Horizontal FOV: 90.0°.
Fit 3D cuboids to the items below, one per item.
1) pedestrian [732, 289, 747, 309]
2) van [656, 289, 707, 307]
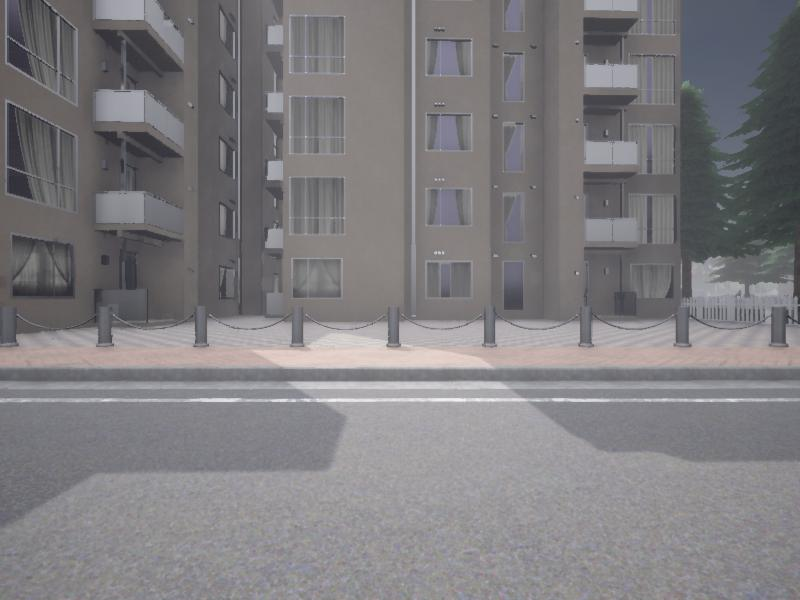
[{"bbox_3d":[31.373,-0.100,36.940,0.751,1.860,0.751,0,0,-4],"label":"pedestrian"},{"bbox_3d":[40.253,-0.277,57.331,5.915,2.561,1.988,0,0,-1],"label":"van"}]
